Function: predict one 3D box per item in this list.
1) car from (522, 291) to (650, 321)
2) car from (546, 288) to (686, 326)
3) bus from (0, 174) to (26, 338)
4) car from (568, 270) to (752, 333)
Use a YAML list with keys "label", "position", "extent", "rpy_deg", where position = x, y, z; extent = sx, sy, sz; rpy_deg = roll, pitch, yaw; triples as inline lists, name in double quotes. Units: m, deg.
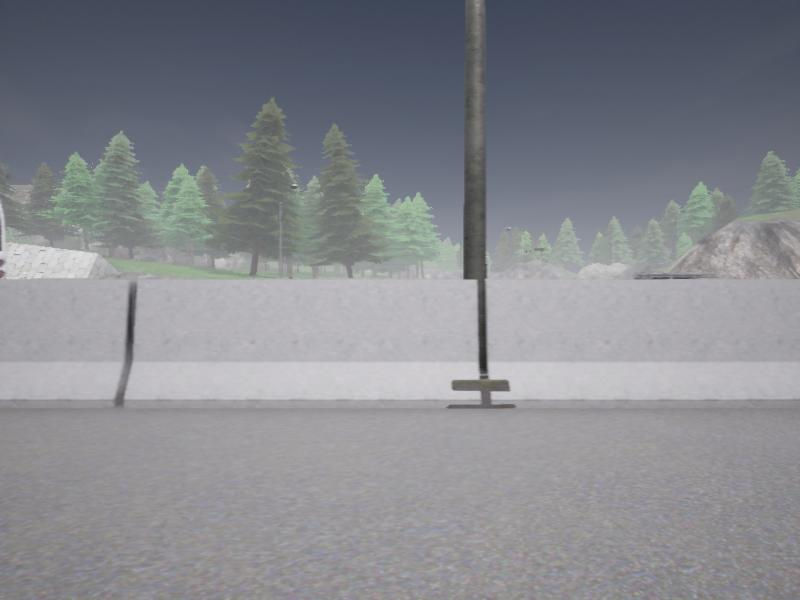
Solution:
- label: "car"
  position: [9.013, 0.292, 19.704]
  extent: [5.357, 1.411, 2.033]
  rpy_deg: [0, 0, 0]
- label: "car"
  position: [8.582, 0.267, 16.197]
  extent: [4.674, 1.442, 1.812]
  rpy_deg: [0, 0, 0]
- label: "bus"
  position: [-15.476, -1.129, 9.076]
  extent: [10.273, 4.253, 3.944]
  rpy_deg: [0, 0, 0]
- label: "car"
  position: [8.029, 0.050, 12.704]
  extent: [4.605, 1.855, 1.932]
  rpy_deg: [0, 0, 0]
